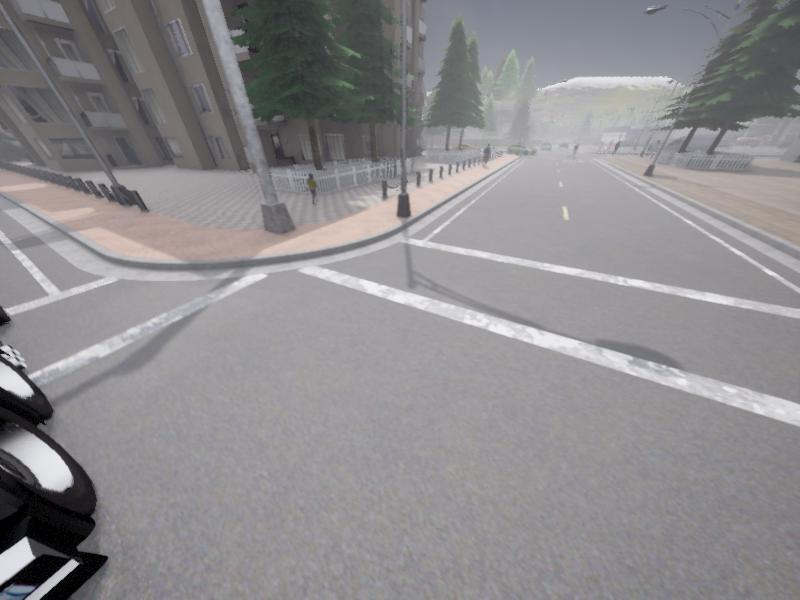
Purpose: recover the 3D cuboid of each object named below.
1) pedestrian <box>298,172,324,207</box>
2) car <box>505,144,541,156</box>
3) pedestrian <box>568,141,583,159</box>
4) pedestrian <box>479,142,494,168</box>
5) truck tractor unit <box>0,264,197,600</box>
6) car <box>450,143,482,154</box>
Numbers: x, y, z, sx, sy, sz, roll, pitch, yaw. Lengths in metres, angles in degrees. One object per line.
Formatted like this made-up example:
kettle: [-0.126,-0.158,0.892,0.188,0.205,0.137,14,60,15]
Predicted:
pedestrian: [-3.358,-4.190,8.777,0.500,1.100,0.500,10,36,15]
car: [19.255,-23.746,36.466,2.007,1.525,4.514,-19,39,-25]
pedestrian: [22.260,-19.004,29.330,0.751,1.860,0.751,-29,44,-34]
pedestrian: [7.467,-12.492,19.896,0.751,1.860,0.751,17,39,23]
truck tractor unit: [-5.113,-0.299,0.780,6.516,4.208,3.053,18,39,24]
car: [11.861,-27.379,41.735,5.008,1.535,1.882,18,39,23]
